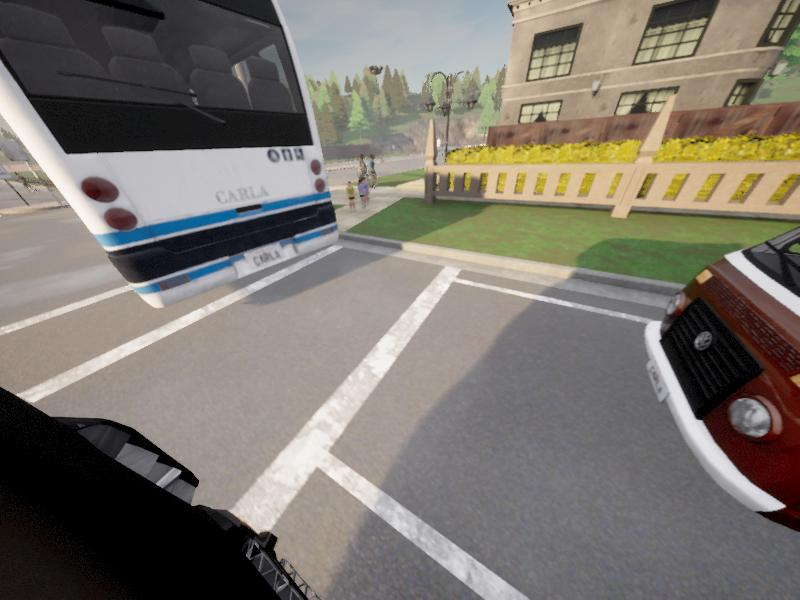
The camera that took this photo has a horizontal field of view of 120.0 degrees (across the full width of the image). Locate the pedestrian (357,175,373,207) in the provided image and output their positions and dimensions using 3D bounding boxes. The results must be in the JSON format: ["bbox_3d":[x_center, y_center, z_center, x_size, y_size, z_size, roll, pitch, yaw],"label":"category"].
[{"bbox_3d":[-1.446,-4.514,9.580,0.500,1.100,0.500,-4,34,-2],"label":"pedestrian"}]

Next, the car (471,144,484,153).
[{"bbox_3d":[20.211,-39.483,60.252,1.932,1.855,4.605,16,38,26],"label":"car"}]

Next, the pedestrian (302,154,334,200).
[{"bbox_3d":[-3.937,-5.946,11.188,0.751,1.860,0.751,17,38,27],"label":"pedestrian"}]

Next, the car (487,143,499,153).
[{"bbox_3d":[24.388,-39.738,60.310,1.905,1.878,3.866,16,38,26],"label":"car"}]

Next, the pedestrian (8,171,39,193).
[{"bbox_3d":[-36.442,-11.431,22.382,0.751,1.860,0.751,18,39,29],"label":"pedestrian"}]

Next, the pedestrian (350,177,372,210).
[{"bbox_3d":[-1.506,-4.176,9.076,0.500,1.100,0.500,21,41,32],"label":"pedestrian"}]

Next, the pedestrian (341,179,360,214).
[{"bbox_3d":[-1.842,-3.879,8.653,0.500,1.100,0.500,-7,34,-6],"label":"pedestrian"}]

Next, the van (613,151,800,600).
[{"bbox_3d":[4.086,0.750,0.666,4.480,2.038,2.069,16,38,26],"label":"van"}]

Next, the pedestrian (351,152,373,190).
[{"bbox_3d":[-2.154,-7.455,13.387,0.751,1.860,0.751,10,36,18],"label":"pedestrian"}]

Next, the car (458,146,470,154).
[{"bbox_3d":[17.014,-40.006,61.649,1.816,1.474,4.193,16,38,26],"label":"car"}]

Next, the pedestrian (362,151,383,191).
[{"bbox_3d":[-1.534,-7.237,13.008,0.751,1.860,0.751,9,35,17],"label":"pedestrian"}]

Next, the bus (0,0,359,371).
[{"bbox_3d":[-6.348,-3.350,5.678,10.273,4.253,3.944,21,40,31],"label":"bus"}]

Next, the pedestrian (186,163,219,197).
[{"bbox_3d":[-12.719,-7.740,14.929,0.751,1.860,0.751,16,38,26],"label":"pedestrian"}]
